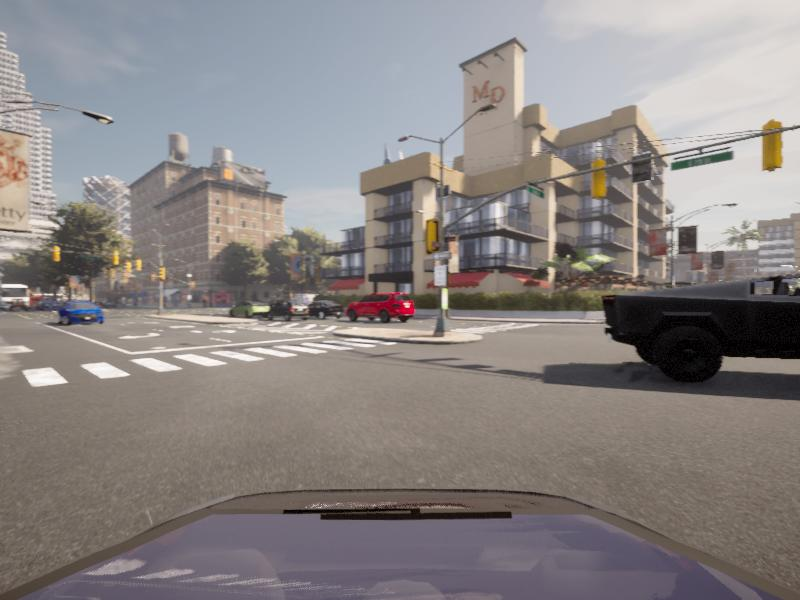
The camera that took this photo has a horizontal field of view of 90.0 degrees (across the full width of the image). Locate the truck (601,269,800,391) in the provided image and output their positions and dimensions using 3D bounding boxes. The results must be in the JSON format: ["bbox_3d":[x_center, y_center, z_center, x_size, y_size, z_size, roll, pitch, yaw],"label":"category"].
[{"bbox_3d":[7.573,0.507,7.853,6.274,2.098,2.390,0,0,21],"label":"truck"}]

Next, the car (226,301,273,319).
[{"bbox_3d":[-13.111,0.814,34.684,4.514,1.525,2.007,0,0,43],"label":"car"}]

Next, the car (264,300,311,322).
[{"bbox_3d":[-8.581,0.793,30.475,3.705,1.549,1.789,0,0,43],"label":"car"}]

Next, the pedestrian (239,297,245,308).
[{"bbox_3d":[-28.941,0.459,73.389,0.751,1.860,0.751,0,0,44],"label":"pedestrian"}]

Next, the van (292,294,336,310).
[{"bbox_3d":[-13.293,0.323,62.236,2.351,2.431,6.366,0,0,43],"label":"van"}]

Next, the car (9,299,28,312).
[{"bbox_3d":[-57.222,0.731,59.970,3.866,1.878,1.905,0,0,43],"label":"car"}]

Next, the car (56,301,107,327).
[{"bbox_3d":[-21.096,0.843,26.403,5.008,1.535,1.882,0,0,43],"label":"car"}]

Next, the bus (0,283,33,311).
[{"bbox_3d":[-64.895,-0.452,67.260,10.273,4.253,3.944,0,0,43],"label":"bus"}]

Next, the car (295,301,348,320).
[{"bbox_3d":[-6.661,0.813,33.469,4.892,1.490,1.837,0,0,43],"label":"car"}]

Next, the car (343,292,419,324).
[{"bbox_3d":[-1.493,0.529,28.687,5.566,2.045,2.150,0,0,43],"label":"car"}]

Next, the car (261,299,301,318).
[{"bbox_3d":[-11.296,0.764,37.780,3.988,1.617,1.851,0,0,43],"label":"car"}]
